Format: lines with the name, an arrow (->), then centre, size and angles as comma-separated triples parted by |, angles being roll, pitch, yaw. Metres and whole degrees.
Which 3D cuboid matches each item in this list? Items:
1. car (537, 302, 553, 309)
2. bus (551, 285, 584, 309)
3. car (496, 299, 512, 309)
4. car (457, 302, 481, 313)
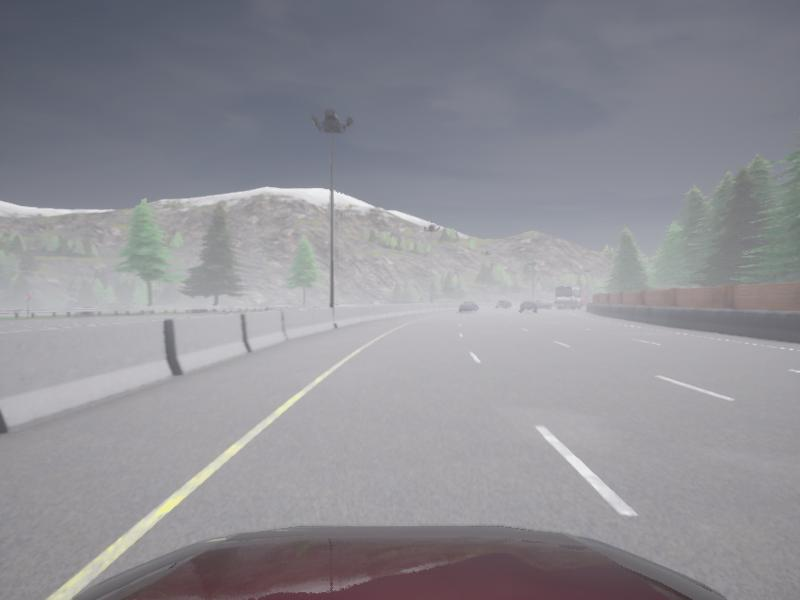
car -> 26.928, 1.015, 74.253 | 1.895, 1.301, 4.718 | 0, 0, 31
bus -> 32.173, -0.454, 76.414 | 3.944, 4.253, 10.273 | 0, 0, 33
car -> 19.739, 0.722, 75.785 | 1.932, 1.855, 4.605 | 0, 0, 30
car -> 9.172, 0.937, 52.985 | 2.033, 1.411, 5.357 | 0, 0, 22
